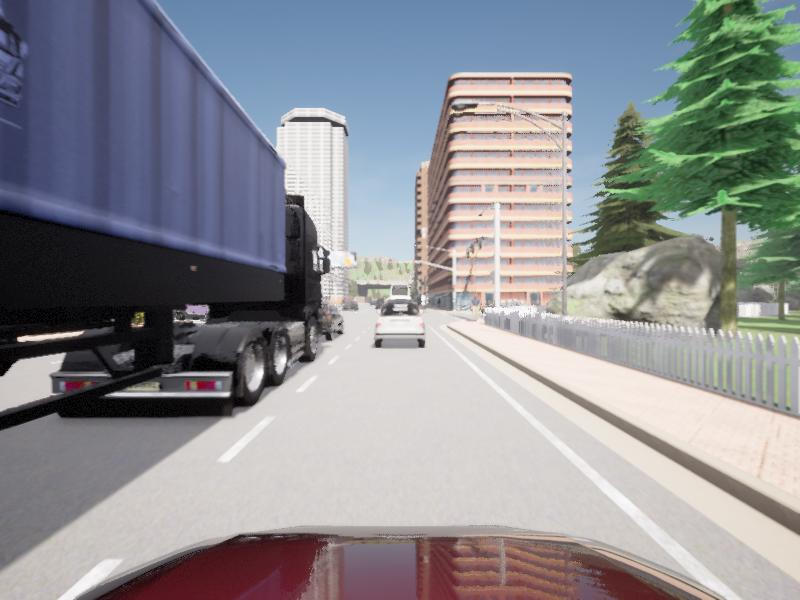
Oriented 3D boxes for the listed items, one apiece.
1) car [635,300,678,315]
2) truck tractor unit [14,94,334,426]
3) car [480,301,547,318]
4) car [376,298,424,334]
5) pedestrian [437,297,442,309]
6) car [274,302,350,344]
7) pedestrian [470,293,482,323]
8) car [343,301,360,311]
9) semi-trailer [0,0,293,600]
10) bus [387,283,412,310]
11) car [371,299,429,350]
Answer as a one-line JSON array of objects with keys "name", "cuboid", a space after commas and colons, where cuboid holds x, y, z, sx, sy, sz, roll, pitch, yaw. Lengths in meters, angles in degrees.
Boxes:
[{"name": "car", "cuboid": [26.982, 0.777, 42.068, 4.892, 1.490, 1.837, 0, 0, -31]}, {"name": "truck tractor unit", "cuboid": [-3.404, -0.518, 8.351, 3.053, 4.208, 6.516, 0, 0, -1]}, {"name": "car", "cuboid": [10.082, 0.829, 35.742, 5.357, 1.411, 2.033, 0, 0, -9]}, {"name": "car", "cuboid": [0.026, 0.751, 21.080, 2.242, 1.667, 4.611, 0, 0, 0]}, {"name": "pedestrian", "cuboid": [6.360, 0.467, 65.021, 0.751, 1.860, 0.751, 0, 0, 1]}, {"name": "car", "cuboid": [-3.499, 0.831, 16.928, 2.128, 1.511, 4.902, 0, 0, 0]}, {"name": "pedestrian", "cuboid": [4.816, 0.478, 25.451, 0.751, 1.860, 0.751, 0, 0, 11]}, {"name": "car", "cuboid": [-6.995, 0.829, 57.734, 1.837, 1.490, 4.892, 0, 0, 0]}, {"name": "semi-trailer", "cuboid": [-3.312, -0.618, 0.439, 2.717, 4.402, 14.254, 0, 0, -1]}, {"name": "bus", "cuboid": [-0.117, -0.552, 69.527, 3.944, 4.253, 10.273, 0, 0, 0]}, {"name": "car", "cuboid": [0.002, 0.784, 14.828, 1.851, 1.617, 3.988, 0, 0, 0]}]
